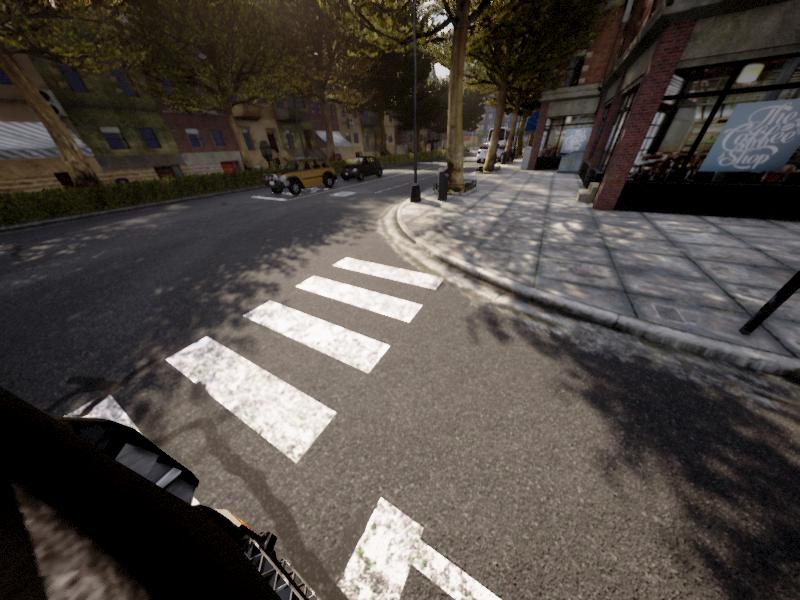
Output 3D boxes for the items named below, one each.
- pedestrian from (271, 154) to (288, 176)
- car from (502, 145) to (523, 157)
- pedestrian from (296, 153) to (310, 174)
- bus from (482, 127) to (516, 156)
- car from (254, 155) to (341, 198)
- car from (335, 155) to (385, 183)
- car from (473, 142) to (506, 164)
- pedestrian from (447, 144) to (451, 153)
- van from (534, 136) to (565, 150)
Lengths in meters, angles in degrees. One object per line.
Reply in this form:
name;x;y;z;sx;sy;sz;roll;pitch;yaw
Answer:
pedestrian;-12.096;-13.546;23.231;0.751;1.860;0.751;16;38;26
car;18.992;-25.177;39.003;2.231;1.521;4.892;16;38;26
pedestrian;-10.451;-14.752;24.917;0.751;1.860;0.751;4;34;10
bus;19.971;-31.703;46.215;3.944;4.253;10.273;16;38;26
car;-6.207;-7.998;14.740;1.932;1.855;4.605;15;38;25
car;-3.168;-10.980;19.234;1.851;1.617;3.988;16;38;26
car;11.286;-18.417;28.911;2.435;2.045;5.566;16;38;26
pedestrian;12.512;-38.487;58.828;0.751;1.860;0.751;16;38;26
van;38.071;-40.066;58.941;5.915;2.561;1.988;15;38;26
